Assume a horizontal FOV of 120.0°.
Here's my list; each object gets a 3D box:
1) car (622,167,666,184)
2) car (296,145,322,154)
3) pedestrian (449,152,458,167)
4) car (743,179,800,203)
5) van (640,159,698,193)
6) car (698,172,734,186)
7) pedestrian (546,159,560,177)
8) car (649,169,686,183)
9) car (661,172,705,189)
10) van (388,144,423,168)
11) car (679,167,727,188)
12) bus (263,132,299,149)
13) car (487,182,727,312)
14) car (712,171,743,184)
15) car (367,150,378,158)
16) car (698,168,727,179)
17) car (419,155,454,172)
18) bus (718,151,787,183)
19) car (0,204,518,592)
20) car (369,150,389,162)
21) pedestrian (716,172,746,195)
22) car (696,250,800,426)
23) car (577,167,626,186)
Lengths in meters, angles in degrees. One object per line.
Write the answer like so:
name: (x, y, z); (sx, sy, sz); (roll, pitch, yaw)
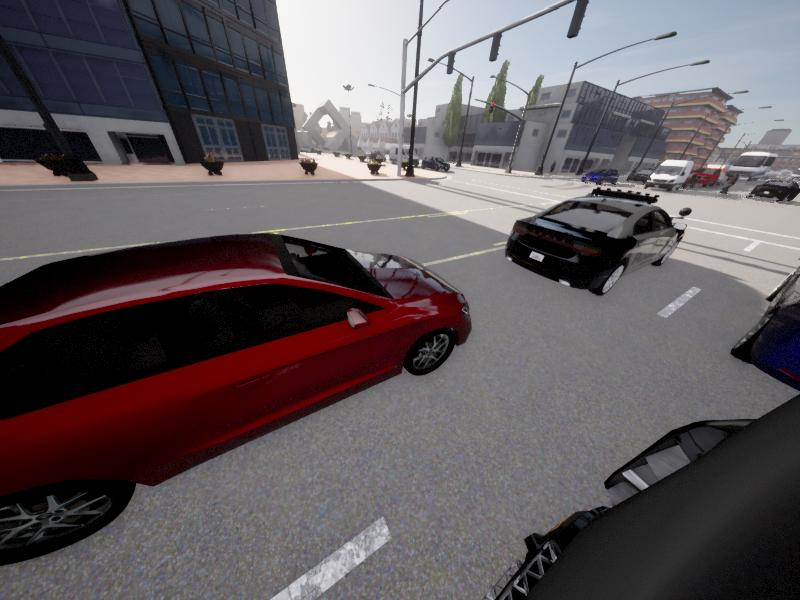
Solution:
car: (30.409, -15.472, 28.779); (5.238, 1.638, 1.930); (-15, 38, -27)
car: (-20.966, -34.715, 53.236); (4.974, 1.542, 2.038); (1, 33, -5)
pedestrian: (8.171, -21.466, 35.278); (0.751, 1.860, 0.751); (-15, 38, -26)
car: (32.947, -9.601, 20.195); (5.008, 1.535, 1.882); (-12, 37, -22)
van: (26.366, -12.199, 22.616); (5.915, 2.561, 1.988); (-19, 39, -31)
car: (45.351, -17.414, 33.142); (4.674, 1.442, 1.812); (-16, 38, -26)
pedestrian: (18.613, -16.102, 28.115); (0.751, 1.860, 0.751); (26, 39, 30)
car: (37.909, -17.537, 32.695); (5.008, 1.535, 1.882); (-16, 38, -26)
car: (32.386, -13.703, 26.451); (4.674, 1.442, 1.812); (-16, 38, -26)
van: (0.625, -20.772, 33.157); (1.988, 2.561, 5.915); (-15, 38, -26)
car: (38.954, -15.806, 29.695); (5.566, 2.045, 2.150); (-16, 38, -26)
bus: (-40.461, -54.580, 79.168); (3.944, 4.253, 10.273); (18, 36, 20)
car: (4.752, -1.608, 5.289); (5.238, 1.638, 1.930); (-16, 38, -26)
car: (51.141, -19.145, 36.067); (4.193, 1.474, 1.816); (-17, 38, -26)
car: (-6.434, -33.729, 53.313); (2.033, 1.411, 5.357); (-3, 34, -11)
car: (58.173, -23.562, 42.952); (5.008, 1.535, 1.882); (-17, 38, -26)
car: (4.323, -16.609, 28.135); (1.816, 1.474, 4.193); (-15, 38, -26)
bus: (61.745, -23.398, 40.497); (10.273, 4.253, 3.944); (-17, 38, -26)
car: (-1.189, 0.152, 2.295); (4.193, 1.474, 1.816); (-16, 38, -26)
car: (-3.657, -24.489, 39.336); (1.845, 1.501, 3.633); (-16, 38, -27)
pedestrian: (30.923, -10.872, 21.601); (0.751, 1.860, 0.751); (-24, 42, -36)
car: (6.341, 0.235, 2.775); (4.792, 1.488, 2.163); (-16, 38, -26)
car: (21.142, -12.995, 24.293); (4.193, 1.474, 1.816); (-12, 36, -22)
